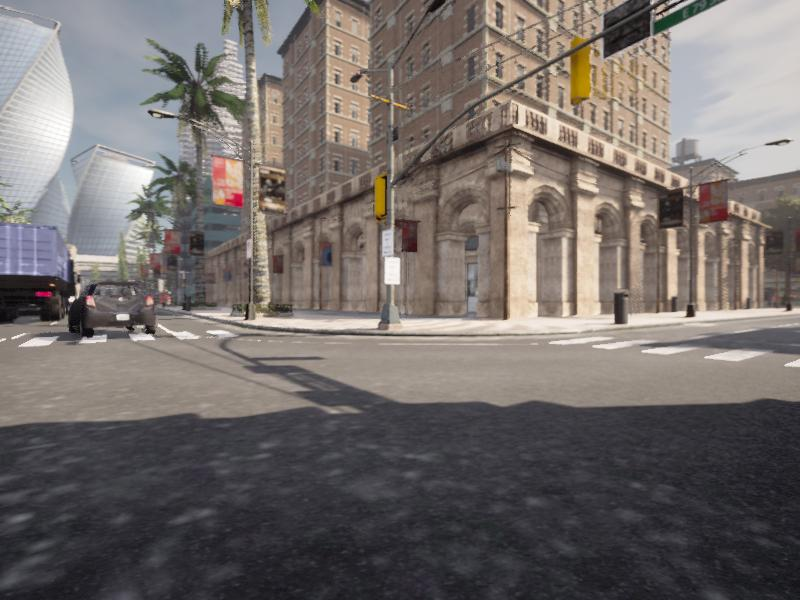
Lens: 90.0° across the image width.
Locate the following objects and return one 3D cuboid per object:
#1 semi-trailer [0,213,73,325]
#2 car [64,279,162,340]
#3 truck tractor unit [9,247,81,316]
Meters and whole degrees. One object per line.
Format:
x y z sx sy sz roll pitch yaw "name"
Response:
-19.774 -1.222 21.679 2.717 4.402 14.254 0 0 -38 "semi-trailer"
-8.576 0.229 11.856 1.845 1.501 3.633 -1 0 -44 "car"
-24.533 -1.122 28.004 3.053 4.208 6.516 0 0 -35 "truck tractor unit"
